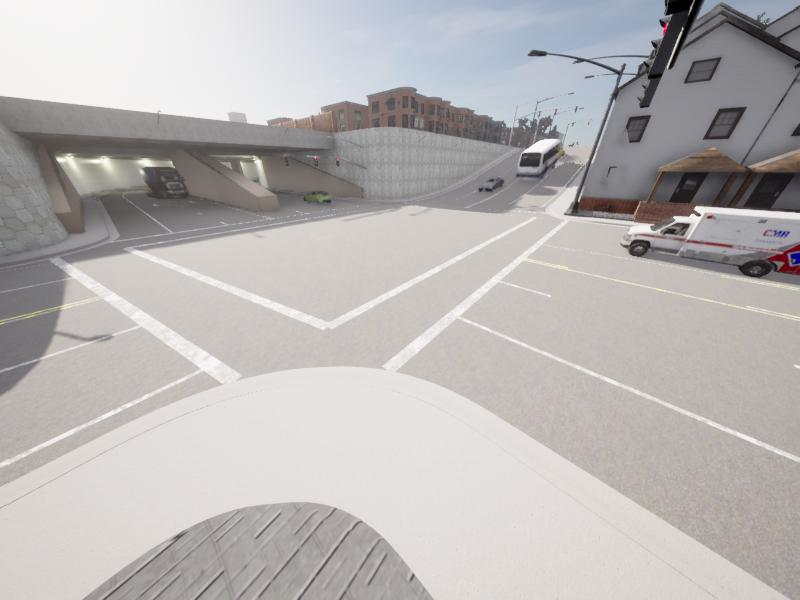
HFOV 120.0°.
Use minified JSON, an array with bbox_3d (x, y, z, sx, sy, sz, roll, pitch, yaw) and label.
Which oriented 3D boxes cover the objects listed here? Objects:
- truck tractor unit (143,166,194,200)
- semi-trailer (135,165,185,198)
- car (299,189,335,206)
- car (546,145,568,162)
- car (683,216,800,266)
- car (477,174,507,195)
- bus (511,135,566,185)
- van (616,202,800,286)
[{"bbox_3d":[-34.962,-17.794,34.905,6.516,4.208,3.053,22,36,33],"label":"truck tractor unit"},{"bbox_3d":[-41.021,-20.419,39.262,14.254,4.402,2.717,23,37,34],"label":"semi-trailer"},{"bbox_3d":[-10.802,-13.407,30.006,4.514,1.525,2.007,22,37,33],"label":"car"},{"bbox_3d":[28.967,-27.085,42.658,1.801,1.575,5.366,24,51,34],"label":"car"},{"bbox_3d":[18.599,-3.250,12.332,3.988,1.617,1.851,24,38,35],"label":"car"},{"bbox_3d":[13.576,-17.166,34.175,2.152,1.651,5.027,23,47,35],"label":"car"},{"bbox_3d":[21.844,-22.116,36.340,3.944,4.253,10.273,24,51,34],"label":"bus"},{"bbox_3d":[14.908,-2.901,10.908,6.366,2.431,2.351,24,38,35],"label":"van"}]
